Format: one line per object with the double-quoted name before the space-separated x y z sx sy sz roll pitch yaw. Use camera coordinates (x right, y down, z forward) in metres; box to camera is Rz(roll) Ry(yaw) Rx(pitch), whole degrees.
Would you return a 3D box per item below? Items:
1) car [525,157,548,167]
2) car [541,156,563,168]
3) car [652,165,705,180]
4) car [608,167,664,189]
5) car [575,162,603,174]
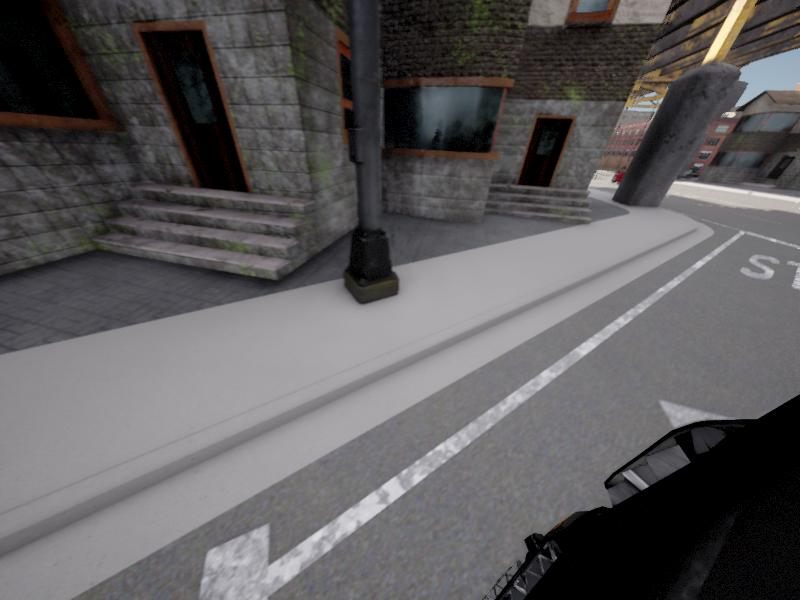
"car" 29.694 -30.185 50.558 1.882 1.535 5.008 2 34 -3
"car" 32.960 -29.978 50.182 1.905 1.878 3.866 1 33 -4
"car" 42.921 -19.779 35.837 4.974 1.542 2.038 29 42 34
"car" 23.105 -12.180 22.884 1.816 1.474 4.193 10 34 10
"car" 31.068 -21.812 38.070 1.970 1.475 3.806 10 34 10
